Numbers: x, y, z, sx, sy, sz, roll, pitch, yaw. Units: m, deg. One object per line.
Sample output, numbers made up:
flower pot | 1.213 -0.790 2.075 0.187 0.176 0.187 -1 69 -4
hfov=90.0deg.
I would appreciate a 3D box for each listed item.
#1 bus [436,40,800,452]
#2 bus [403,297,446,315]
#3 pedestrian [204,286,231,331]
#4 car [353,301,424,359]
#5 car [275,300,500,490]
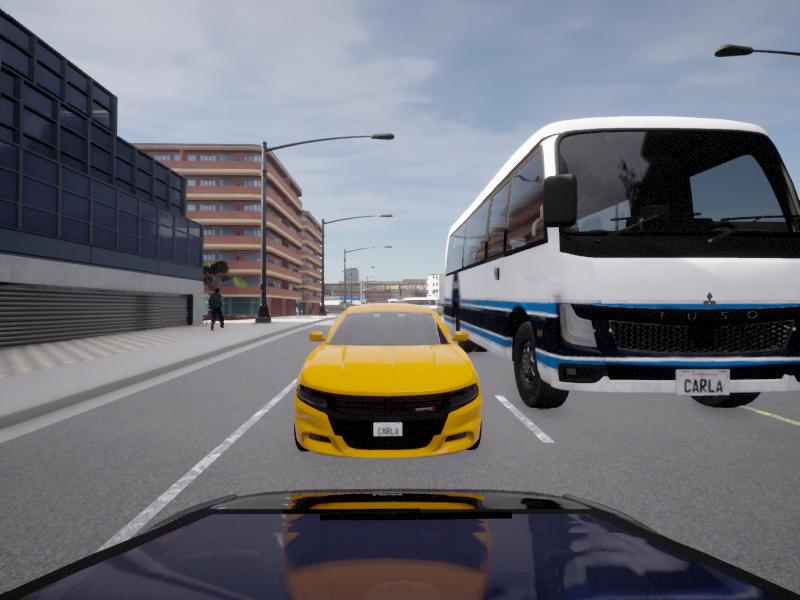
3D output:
bus | 3.384 -0.601 9.306 3.944 4.253 10.273 0 1 -1
bus | 6.032 1.471 100.063 10.273 4.253 3.944 -1 -1 33
pedestrian | -7.703 0.351 16.902 0.751 1.860 0.751 0 -1 3
car | -0.325 0.768 12.619 1.812 1.442 4.674 0 1 -1
car | -0.158 0.790 5.854 1.882 1.535 5.008 0 1 -1
